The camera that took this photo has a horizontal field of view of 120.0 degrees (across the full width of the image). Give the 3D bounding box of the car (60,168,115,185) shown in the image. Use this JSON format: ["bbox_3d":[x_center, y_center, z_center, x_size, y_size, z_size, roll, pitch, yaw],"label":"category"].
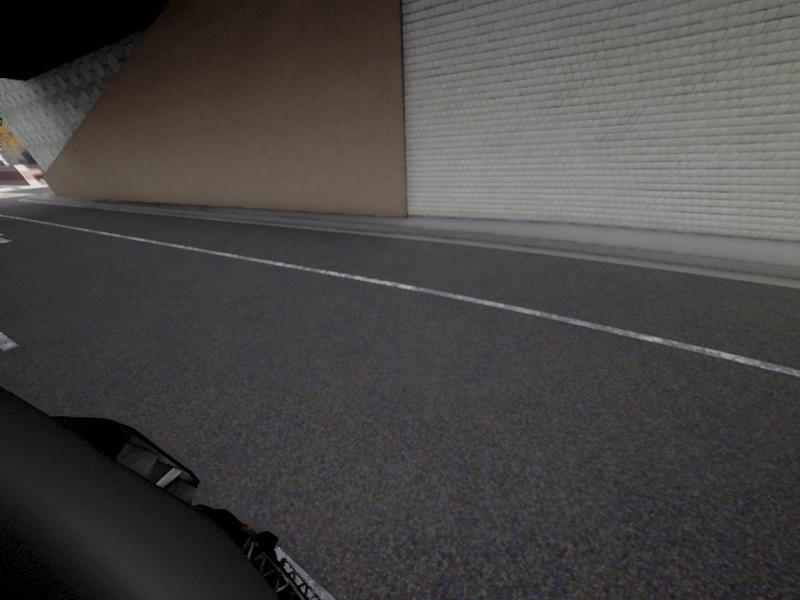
[{"bbox_3d":[-41.800,-16.668,31.115,2.038,1.542,4.974,-15,35,-17],"label":"car"}]

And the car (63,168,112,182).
[{"bbox_3d":[-41.827,-16.825,31.068,1.853,1.218,4.536,-15,35,-17],"label":"car"}]
